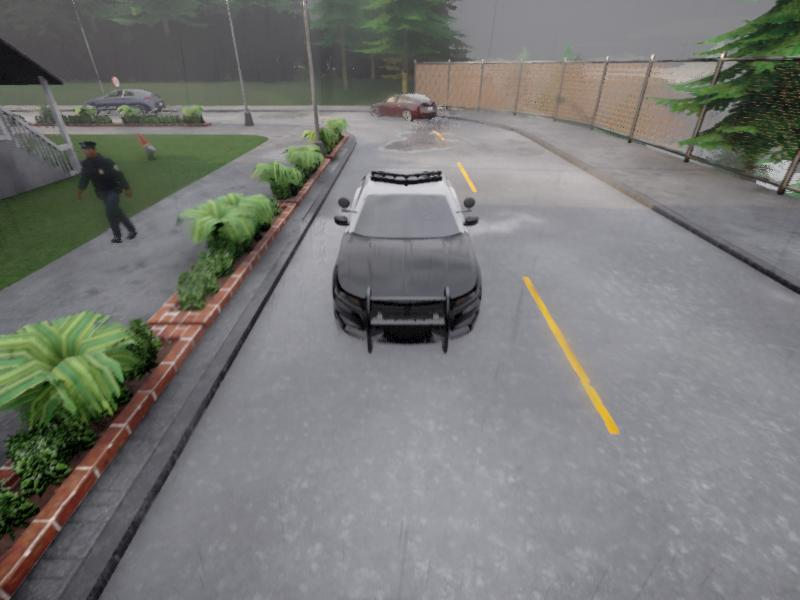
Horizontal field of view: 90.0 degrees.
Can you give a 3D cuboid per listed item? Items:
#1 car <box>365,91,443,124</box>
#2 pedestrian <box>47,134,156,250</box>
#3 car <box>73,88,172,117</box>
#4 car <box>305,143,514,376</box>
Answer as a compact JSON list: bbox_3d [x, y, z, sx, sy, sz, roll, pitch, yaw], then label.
[{"bbox_3d":[0.162,-12.343,25.549,2.163,1.488,4.792,-26,39,-37],"label":"car"},{"bbox_3d":[-5.206,-1.898,7.119,0.751,1.860,0.751,0,30,1],"label":"pedestrian"},{"bbox_3d":[-19.231,-13.822,27.941,5.027,1.651,2.152,0,30,0],"label":"car"},{"bbox_3d":[0.096,-1.184,6.369,1.930,1.638,5.238,0,31,0],"label":"car"}]
